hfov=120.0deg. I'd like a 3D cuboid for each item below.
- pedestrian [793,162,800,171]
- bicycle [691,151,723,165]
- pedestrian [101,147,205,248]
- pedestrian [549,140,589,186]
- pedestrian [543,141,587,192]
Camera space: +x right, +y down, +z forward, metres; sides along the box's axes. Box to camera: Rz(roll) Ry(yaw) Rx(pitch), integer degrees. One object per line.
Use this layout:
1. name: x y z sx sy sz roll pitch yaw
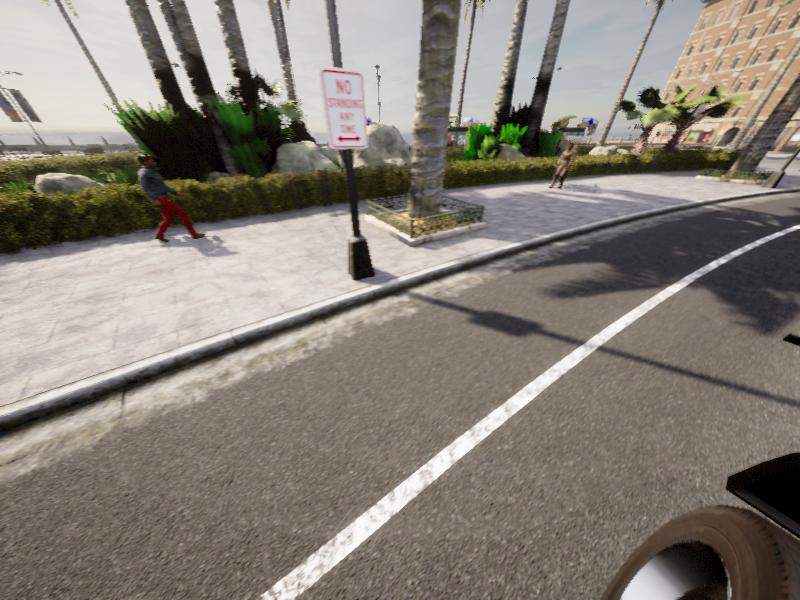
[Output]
1. pedestrian: 28.301 -9.564 15.980 0.500 1.100 0.500 -4 36 -5
2. bicycle: 25.986 -12.041 19.575 1.643 1.024 0.373 -2 36 -2
3. pedestrian: -5.204 -2.221 5.072 0.751 1.860 0.751 -20 40 -26
4. pedestrian: 8.290 -6.764 11.421 0.751 1.860 0.751 -16 38 -21
5. pedestrian: 7.222 -5.897 10.208 0.751 1.860 0.751 -21 41 -27
